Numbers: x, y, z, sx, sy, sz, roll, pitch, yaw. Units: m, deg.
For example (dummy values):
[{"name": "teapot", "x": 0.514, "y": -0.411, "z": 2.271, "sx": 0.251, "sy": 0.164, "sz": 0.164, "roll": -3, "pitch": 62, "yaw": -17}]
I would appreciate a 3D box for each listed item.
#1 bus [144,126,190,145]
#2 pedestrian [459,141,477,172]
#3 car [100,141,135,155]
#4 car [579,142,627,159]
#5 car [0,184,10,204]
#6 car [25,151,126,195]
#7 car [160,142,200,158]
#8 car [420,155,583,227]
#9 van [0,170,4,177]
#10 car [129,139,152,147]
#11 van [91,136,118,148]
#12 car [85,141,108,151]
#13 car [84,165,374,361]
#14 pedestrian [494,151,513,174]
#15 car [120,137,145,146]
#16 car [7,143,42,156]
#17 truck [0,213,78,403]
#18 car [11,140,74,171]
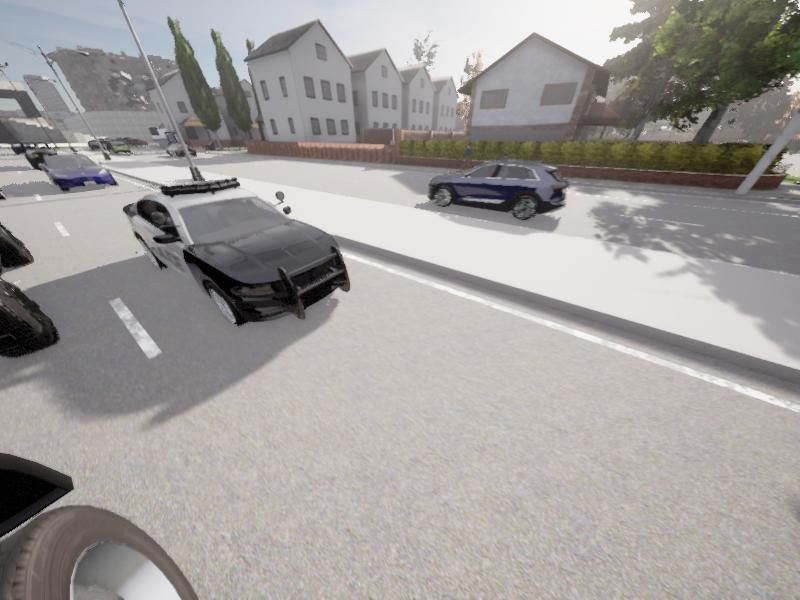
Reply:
[{"name": "bus", "x": -67.301, "y": -47.702, "z": 67.204, "sx": 3.944, "sy": 4.253, "sz": 10.273, "roll": -5, "pitch": 36, "yaw": -8}, {"name": "pedestrian", "x": 4.929, "y": -10.512, "z": 16.885, "sx": 0.751, "sy": 1.860, "sz": 0.751, "roll": 24, "pitch": 42, "yaw": 30}, {"name": "car", "x": -41.273, "y": -22.251, "z": 33.757, "sx": 4.514, "sy": 1.525, "sz": 2.007, "roll": 22, "pitch": 41, "yaw": 28}, {"name": "car", "x": 23.370, "y": -17.387, "z": 26.785, "sx": 3.806, "sy": 1.475, "sz": 1.970, "roll": 22, "pitch": 41, "yaw": 28}, {"name": "car", "x": -18.142, "y": -4.738, "z": 9.288, "sx": 4.181, "sy": 1.385, "sz": 1.994, "roll": 22, "pitch": 41, "yaw": 28}, {"name": "car", "x": -16.998, "y": -6.782, "z": 12.089, "sx": 4.792, "sy": 1.488, "sz": 2.163, "roll": 22, "pitch": 41, "yaw": 28}, {"name": "car", "x": -28.756, "y": -19.646, "z": 30.162, "sx": 4.974, "sy": 1.542, "sz": 2.038, "roll": 22, "pitch": 41, "yaw": 28}, {"name": "car", "x": 3.409, "y": -4.206, "z": 8.462, "sx": 4.856, "sy": 1.649, "sz": 2.033, "roll": 22, "pitch": 41, "yaw": 28}, {"name": "van", "x": -28.667, "y": -9.271, "z": 15.033, "sx": 4.480, "sy": 2.038, "sz": 2.069, "roll": 22, "pitch": 41, "yaw": 27}, {"name": "car", "x": -64.328, "y": -39.053, "z": 57.323, "sx": 1.845, "sy": 1.501, "sz": 3.633, "roll": -6, "pitch": 36, "yaw": -9}, {"name": "van", "x": -64.873, "y": -34.761, "z": 50.828, "sx": 2.069, "sy": 2.038, "sz": 4.480, "roll": -20, "pitch": 39, "yaw": -26}, {"name": "car", "x": -55.685, "y": -28.313, "z": 42.344, "sx": 5.357, "sy": 1.411, "sz": 2.033, "roll": 27, "pitch": 43, "yaw": 33}, {"name": "car", "x": -3.166, "y": -1.249, "z": 4.223, "sx": 5.238, "sy": 1.638, "sz": 1.930, "roll": 22, "pitch": 41, "yaw": 27}, {"name": "pedestrian", "x": 7.111, "y": -9.469, "z": 15.911, "sx": 0.751, "sy": 1.300, "sz": 0.751, "roll": 22, "pitch": 41, "yaw": 28}, {"name": "car", "x": -68.085, "y": -40.338, "z": 58.853, "sx": 1.905, "sy": 1.878, "sz": 3.866, "roll": -5, "pitch": 36, "yaw": -8}, {"name": "car", "x": -50.976, "y": -20.443, "z": 31.331, "sx": 4.718, "sy": 1.301, "sz": 1.895, "roll": 22, "pitch": 41, "yaw": 27}, {"name": "truck", "x": -7.053, "y": -0.525, "z": 2.775, "sx": 6.274, "sy": 2.098, "sz": 2.390, "roll": 22, "pitch": 41, "yaw": 28}, {"name": "car", "x": -29.038, "y": -11.823, "z": 18.779, "sx": 3.866, "sy": 1.878, "sz": 1.905, "roll": 22, "pitch": 41, "yaw": 28}]
